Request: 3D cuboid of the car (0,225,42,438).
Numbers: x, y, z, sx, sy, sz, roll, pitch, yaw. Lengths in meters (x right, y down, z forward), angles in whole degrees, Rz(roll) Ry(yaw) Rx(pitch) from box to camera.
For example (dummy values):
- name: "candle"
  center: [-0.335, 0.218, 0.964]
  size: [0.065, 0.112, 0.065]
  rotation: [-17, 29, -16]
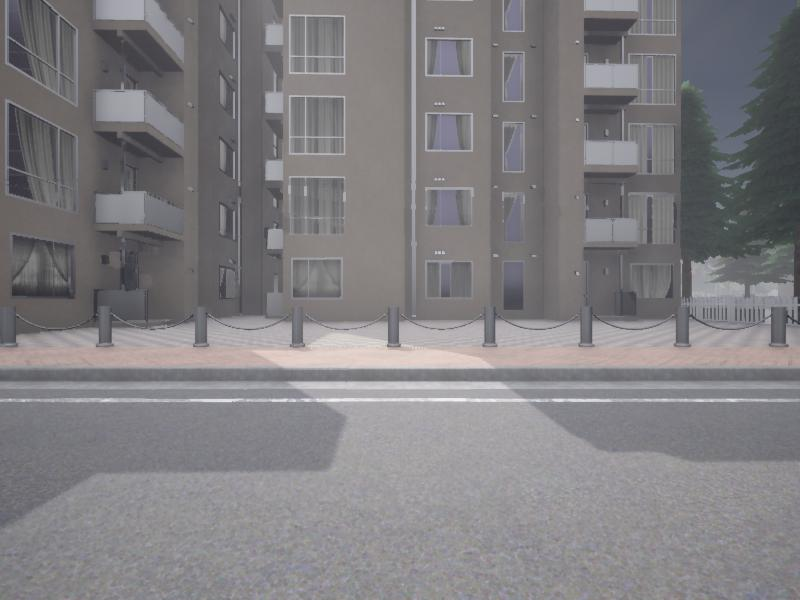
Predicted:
- name: "car"
  center: [-5.115, 0.228, 2.186]
  size: [4.514, 1.525, 2.007]
  rotation: [0, 0, 0]

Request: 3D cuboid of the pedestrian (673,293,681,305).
- name: "pedestrian"
  center: [42.483, -0.115, 61.367]
  size: [0.751, 1.860, 0.751]
  rotation: [0, 0, -1]
